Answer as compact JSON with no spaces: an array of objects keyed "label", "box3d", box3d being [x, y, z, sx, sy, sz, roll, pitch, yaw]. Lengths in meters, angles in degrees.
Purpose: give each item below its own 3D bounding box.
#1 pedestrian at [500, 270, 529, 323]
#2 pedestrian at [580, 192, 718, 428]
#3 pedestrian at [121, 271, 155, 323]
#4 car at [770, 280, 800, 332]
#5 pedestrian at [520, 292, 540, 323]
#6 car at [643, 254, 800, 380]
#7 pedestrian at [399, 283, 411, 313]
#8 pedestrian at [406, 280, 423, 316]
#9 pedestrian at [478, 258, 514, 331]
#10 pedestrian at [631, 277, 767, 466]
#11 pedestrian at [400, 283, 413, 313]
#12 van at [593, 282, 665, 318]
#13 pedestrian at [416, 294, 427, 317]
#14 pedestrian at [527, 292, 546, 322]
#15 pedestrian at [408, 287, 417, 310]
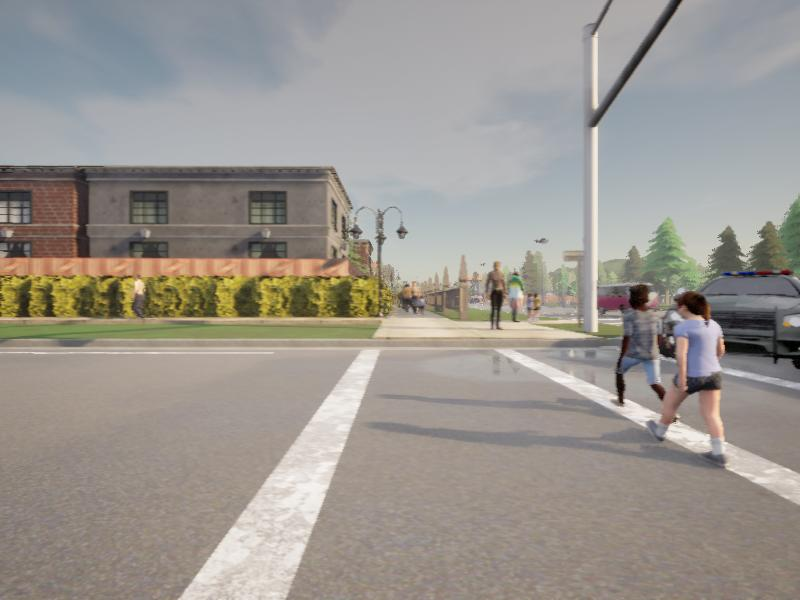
[{"label":"pedestrian","box3d":[4.206,-0.112,14.651,0.751,1.860,0.751,0,0,-43]},{"label":"pedestrian","box3d":[2.131,0.081,3.530,0.751,1.860,0.751,0,0,0]},{"label":"pedestrian","box3d":[-9.605,-0.121,14.670,0.751,1.860,0.751,0,0,3]},{"label":"car","box3d":[13.697,0.189,11.132,2.152,1.651,5.027,0,0,-1]},{"label":"pedestrian","box3d":[4.793,0.268,14.749,0.500,1.100,0.500,0,0,-17]},{"label":"car","box3d":[6.250,0.238,7.096,4.974,1.542,2.038,1,0,-43]},{"label":"pedestrian","box3d":[0.330,-0.115,25.708,0.751,1.860,0.751,0,0,-1]},{"label":"pedestrian","box3d":[0.768,-0.115,21.139,0.751,1.860,0.751,0,0,13]},{"label":"pedestrian","box3d":[2.508,-0.144,10.532,0.751,1.860,0.751,0,0,-1]},{"label":"pedestrian","box3d":[1.891,0.418,2.583,0.500,1.100,0.500,0,0,-1]},{"label":"pedestrian","box3d":[0.408,-0.115,24.590,0.751,1.860,0.751,0,0,-1]},{"label":"van","box3d":[13.567,0.008,24.033,1.775,1.987,4.442,0,0,-1]},{"label":"pedestrian","box3d":[1.057,0.266,19.563,0.500,1.100,0.500,0,0,3]},{"label":"pedestrian","box3d":[5.157,0.268,15.146,0.500,1.100,0.500,0,0,-39]},{"label":"pedestrian","box3d":[1.054,-0.114,33.581,0.751,1.860,0.751,0,0,0]}]
